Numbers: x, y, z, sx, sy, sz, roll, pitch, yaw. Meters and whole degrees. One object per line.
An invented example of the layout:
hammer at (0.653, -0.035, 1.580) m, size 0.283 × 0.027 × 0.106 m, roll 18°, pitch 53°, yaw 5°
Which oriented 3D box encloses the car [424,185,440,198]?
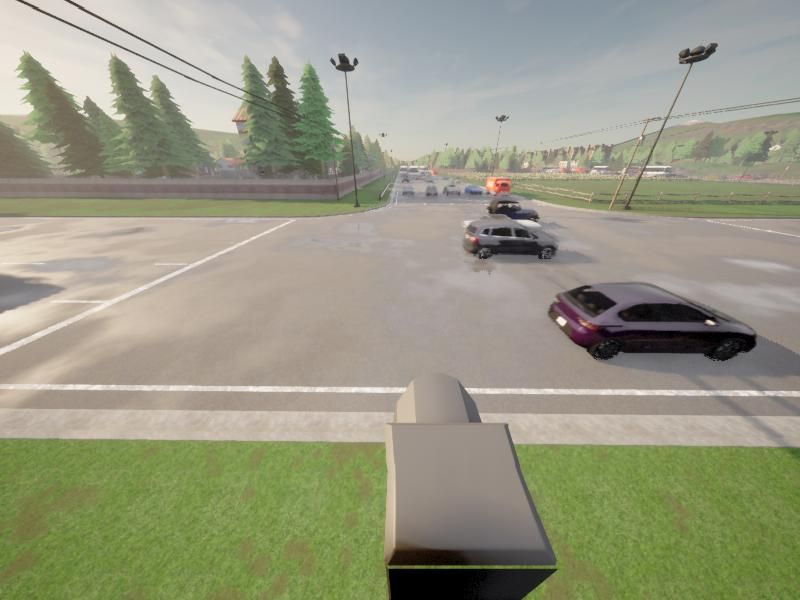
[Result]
car at (4.804, -16.485, 34.990) m, size 1.789 × 1.549 × 3.705 m, roll 0°, pitch 31°, yaw 0°

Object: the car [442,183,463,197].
car at (8.315, -17.780, 37.179) m, size 2.152 × 1.651 × 5.027 m, roll 0°, pitch 30°, yaw 0°

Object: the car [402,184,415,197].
car at (1.315, -17.497, 36.868) m, size 1.812 × 1.442 × 4.674 m, roll 0°, pitch 30°, yaw 0°

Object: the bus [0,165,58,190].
bus at (-80.780, -25.817, 48.462) m, size 3.944 × 4.253 × 10.273 m, roll -8°, pitch 31°, yaw -13°

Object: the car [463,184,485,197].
car at (11.815, -17.728, 37.175) m, size 1.882 × 1.535 × 5.008 m, roll 0°, pitch 30°, yaw 0°

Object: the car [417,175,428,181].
car at (7.321, -39.670, 75.048) m, size 2.242 × 1.667 × 4.611 m, roll -6°, pitch 30°, yaw -11°

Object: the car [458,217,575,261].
car at (5.624, -3.202, 11.881) m, size 4.611 × 1.667 × 2.242 m, roll 0°, pitch 30°, yaw 1°

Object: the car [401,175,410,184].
car at (1.533, -33.550, 64.214) m, size 1.905 × 1.878 × 3.866 m, roll -3°, pitch 31°, yaw -5°

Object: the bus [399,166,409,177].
bus at (1.758, -58.116, 104.413) m, size 3.944 × 4.253 × 10.273 m, roll 0°, pitch 30°, yaw 0°

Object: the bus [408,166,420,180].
bus at (5.086, -47.007, 85.173) m, size 3.944 × 4.253 × 10.273 m, roll 2°, pitch 30°, yaw 2°

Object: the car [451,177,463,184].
car at (15.433, -32.368, 62.543) m, size 2.007 × 1.525 × 4.514 m, roll 0°, pitch 30°, yaw 0°

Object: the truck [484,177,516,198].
truck at (15.310, -17.519, 35.833) m, size 2.627 × 2.467 × 5.204 m, roll 0°, pitch 32°, yaw 0°

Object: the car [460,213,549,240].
car at (6.572, -4.785, 14.997) m, size 4.718 × 1.301 × 1.895 m, roll 0°, pitch 30°, yaw 1°

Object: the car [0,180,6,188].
car at (-87.984, -24.440, 48.691) m, size 2.033 × 1.649 × 4.856 m, roll -8°, pitch 31°, yaw -13°

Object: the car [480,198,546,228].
car at (8.566, -6.782, 17.860) m, size 3.866 × 1.878 × 1.905 m, roll 0°, pitch 30°, yaw 1°

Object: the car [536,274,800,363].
car at (6.234, 0.387, 5.861) m, size 4.193 × 1.474 × 1.816 m, roll 0°, pitch 30°, yaw 1°
